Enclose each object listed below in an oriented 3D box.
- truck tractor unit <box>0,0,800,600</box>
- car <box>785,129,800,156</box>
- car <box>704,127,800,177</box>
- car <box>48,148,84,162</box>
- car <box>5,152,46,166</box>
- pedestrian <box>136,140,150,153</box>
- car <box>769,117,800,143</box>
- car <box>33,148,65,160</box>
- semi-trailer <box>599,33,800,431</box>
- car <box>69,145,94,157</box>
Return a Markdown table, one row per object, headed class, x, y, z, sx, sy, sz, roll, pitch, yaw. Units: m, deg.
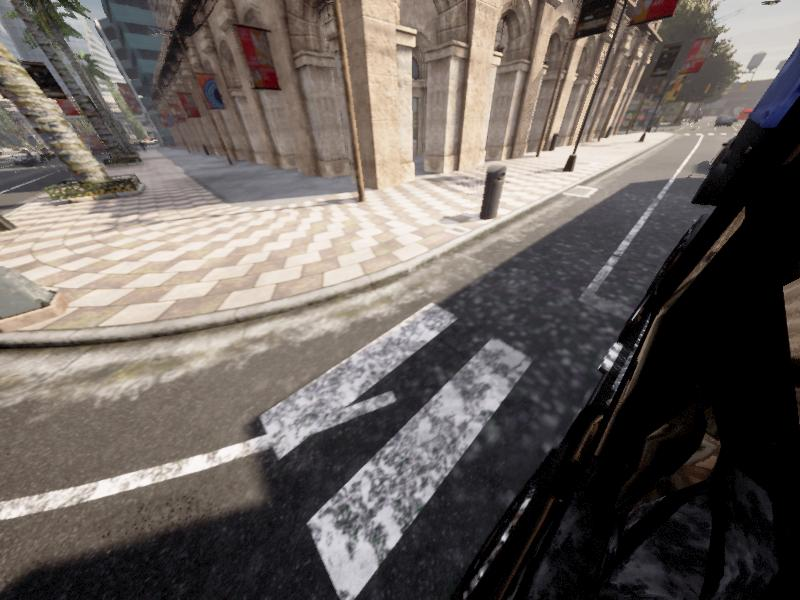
| class | x | y | z | sx | sy | sz | roll | pitch | yaw |
| --- | --- | --- | --- | --- | --- | --- | --- | --- | --- |
| truck tractor unit | 2.645 | -0.295 | 0.351 | 6.516 | 4.208 | 3.053 | -28 | 44 | -30 |
| car | 25.432 | -9.603 | 13.575 | 4.974 | 1.542 | 2.038 | -30 | 45 | -32 |
| car | 15.651 | -6.728 | 10.360 | 3.633 | 1.501 | 1.845 | -30 | 45 | -32 |
| car | -50.083 | -21.919 | 34.783 | 2.128 | 1.511 | 4.902 | -31 | 45 | -32 |
| car | -51.083 | -19.369 | 31.624 | 1.895 | 1.301 | 4.718 | -31 | 45 | -32 |
| pedestrian | -45.029 | -26.871 | 40.483 | 0.751 | 1.860 | 0.751 | 24 | 44 | 31 |
| car | 33.416 | -14.348 | 19.358 | 5.366 | 1.575 | 1.801 | -31 | 45 | -32 |
| car | -61.063 | -25.552 | 40.303 | 2.038 | 1.542 | 4.974 | -31 | 45 | -32 |
| semi-trailer | 8.645 | -3.642 | 4.277 | 14.254 | 4.402 | 2.717 | -29 | 44 | -30 |
| car | -61.250 | -28.752 | 44.543 | 1.801 | 1.575 | 5.366 | -31 | 45 | -32 |
